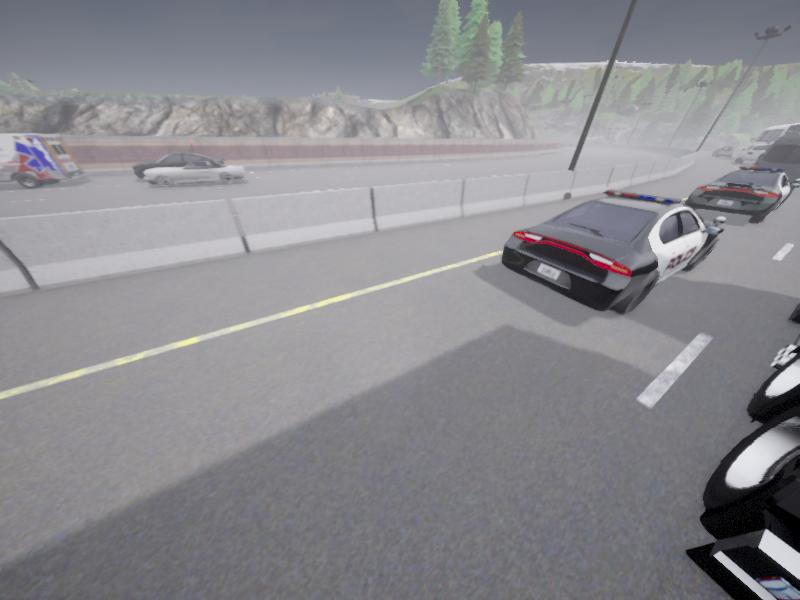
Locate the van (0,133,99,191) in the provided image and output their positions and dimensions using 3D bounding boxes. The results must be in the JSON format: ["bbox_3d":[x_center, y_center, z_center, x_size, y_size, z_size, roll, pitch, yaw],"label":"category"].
[{"bbox_3d":[-21.372,-7.103,11.897,6.366,2.431,2.351,-18,39,-24],"label":"van"}]

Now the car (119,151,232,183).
[{"bbox_3d":[-14.501,-8.973,15.429,5.008,1.535,1.882,-18,39,-24],"label":"car"}]

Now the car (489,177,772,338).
[{"bbox_3d":[4.485,-1.298,4.576,4.974,1.542,2.038,-18,39,-25],"label":"car"}]

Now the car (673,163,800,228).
[{"bbox_3d":[13.150,-4.173,8.789,4.974,1.542,2.038,-19,39,-26],"label":"car"}]

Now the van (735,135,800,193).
[{"bbox_3d":[22.964,-8.210,13.800,5.915,2.561,1.988,-21,40,-29],"label":"van"}]

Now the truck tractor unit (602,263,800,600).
[{"bbox_3d":[5.114,-0.296,0.787,6.516,4.208,3.053,-18,39,-24],"label":"truck tractor unit"}]

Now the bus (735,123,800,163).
[{"bbox_3d":[54.074,-22.416,33.027,3.944,4.253,10.273,27,42,32],"label":"bus"}]

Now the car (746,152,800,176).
[{"bbox_3d":[32.745,-12.056,20.318,4.514,1.525,2.007,-25,42,-32],"label":"car"}]

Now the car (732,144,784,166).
[{"bbox_3d":[43.291,-17.723,28.113,2.150,2.045,5.566,30,45,35],"label":"car"}]

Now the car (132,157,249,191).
[{"bbox_3d":[-11.754,-7.451,13.478,4.718,1.301,1.895,-18,39,-24],"label":"car"}]
